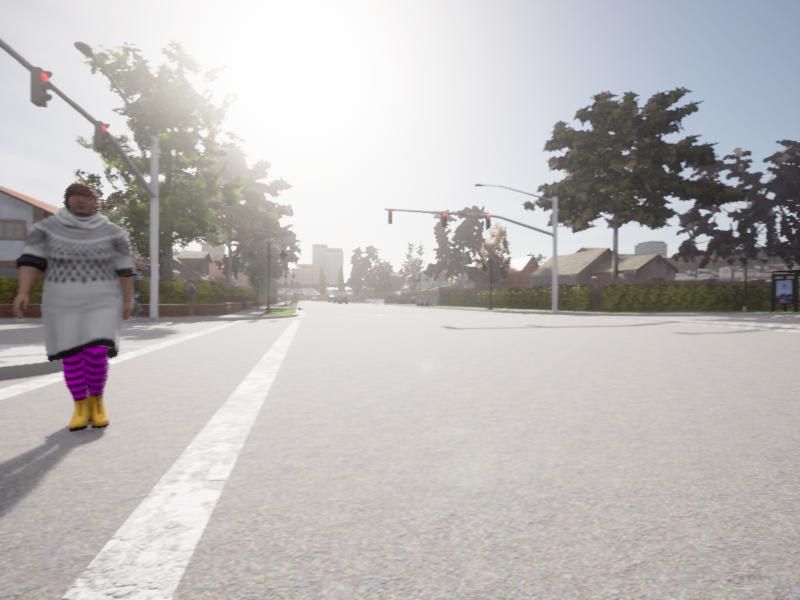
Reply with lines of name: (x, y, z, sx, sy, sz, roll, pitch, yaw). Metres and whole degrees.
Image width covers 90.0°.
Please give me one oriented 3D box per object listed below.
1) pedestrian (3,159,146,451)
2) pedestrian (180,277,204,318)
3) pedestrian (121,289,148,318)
pedestrian: (-2.399, 0.032, 3.062, 0.751, 1.860, 0.751, 0, 0, -31)
pedestrian: (-9.639, -0.127, 18.571, 0.751, 1.860, 0.751, 0, 0, -3)
pedestrian: (-12.125, 0.144, 18.297, 0.751, 1.300, 0.751, 0, 0, -8)
